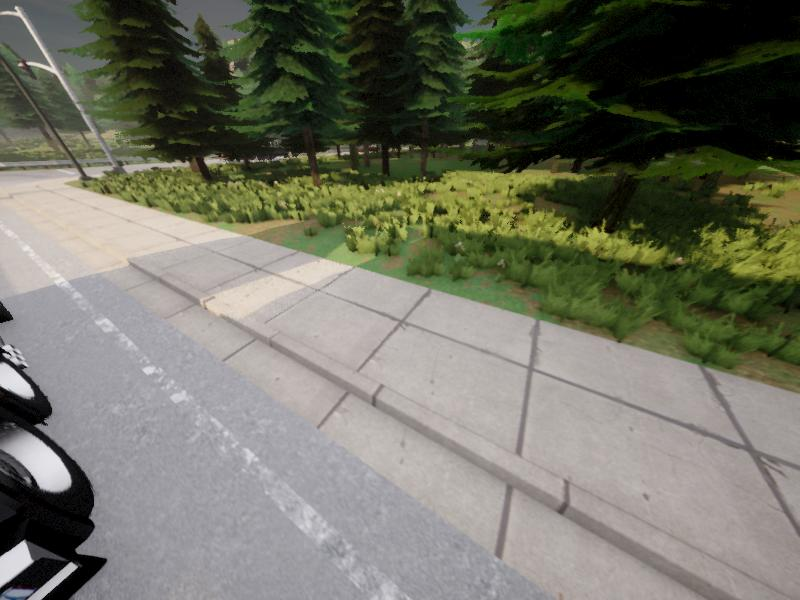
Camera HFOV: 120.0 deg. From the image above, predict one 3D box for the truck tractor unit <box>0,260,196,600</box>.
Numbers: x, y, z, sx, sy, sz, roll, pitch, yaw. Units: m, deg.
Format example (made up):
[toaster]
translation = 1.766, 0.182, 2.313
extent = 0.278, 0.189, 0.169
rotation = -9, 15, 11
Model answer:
[truck tractor unit]
translation = -5.102, -0.311, 0.786
extent = 6.516, 4.208, 3.053
rotation = 19, 39, 24
